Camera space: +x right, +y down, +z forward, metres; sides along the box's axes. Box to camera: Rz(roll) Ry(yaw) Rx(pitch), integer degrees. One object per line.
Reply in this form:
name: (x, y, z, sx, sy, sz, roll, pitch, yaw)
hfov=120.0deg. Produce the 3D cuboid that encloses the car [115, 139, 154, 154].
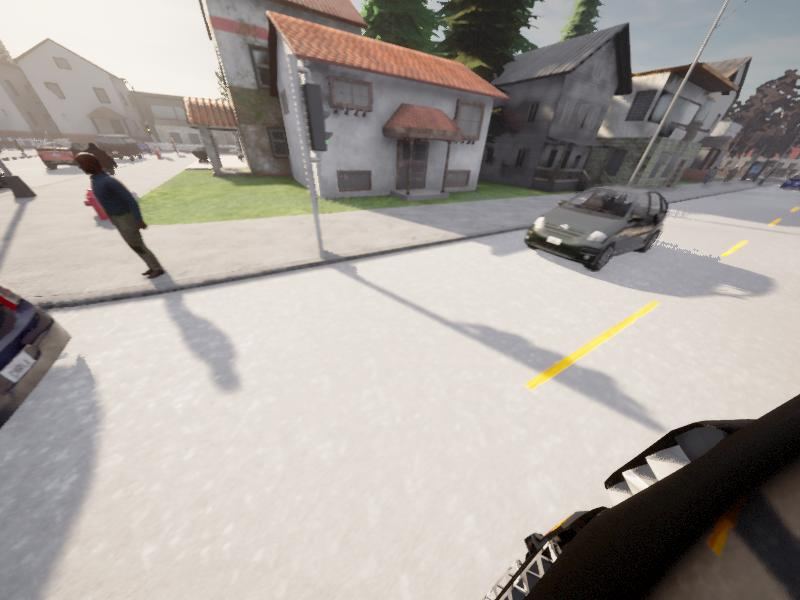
car: (-34.618, -20.062, 30.150, 4.193, 1.474, 1.816, 20, 37, 23)

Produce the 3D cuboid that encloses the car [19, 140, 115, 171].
car: (-22.018, -9.809, 15.639, 2.007, 1.525, 4.514, -16, 38, -26)

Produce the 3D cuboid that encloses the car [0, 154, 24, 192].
car: (-16.629, -4.411, 8.068, 1.994, 1.385, 4.181, -16, 38, -26)

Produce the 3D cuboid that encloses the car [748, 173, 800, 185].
car: (63.299, -20.491, 39.026, 4.718, 1.301, 1.895, 29, 42, 34)

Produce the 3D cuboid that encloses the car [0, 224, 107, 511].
car: (-4.700, 0.810, 0.989, 3.633, 1.501, 1.845, -16, 38, -26)

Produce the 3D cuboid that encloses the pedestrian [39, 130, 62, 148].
pedestrian: (-45.176, -20.803, 29.857, 0.751, 1.860, 0.751, -22, 41, -32)

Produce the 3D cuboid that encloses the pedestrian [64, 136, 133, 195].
pedestrian: (-11.445, -5.131, 8.883, 0.751, 1.860, 0.751, -16, 38, -26)

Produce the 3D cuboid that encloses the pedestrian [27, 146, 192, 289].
pedestrian: (-4.265, -1.230, 3.567, 0.751, 1.860, 0.751, 20, 37, 24)

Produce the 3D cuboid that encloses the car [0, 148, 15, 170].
car: (-24.273, -7.606, 12.151, 2.128, 1.511, 4.902, -16, 38, -26)

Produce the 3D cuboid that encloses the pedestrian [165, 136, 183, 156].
pedestrian: (-26.845, -18.275, 27.460, 0.751, 1.860, 0.751, 22, 38, 26)

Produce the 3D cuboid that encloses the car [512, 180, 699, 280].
car: (5.254, -2.051, 6.012, 3.988, 1.617, 1.851, -16, 38, -26)

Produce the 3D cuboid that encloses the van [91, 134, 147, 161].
van: (-26.721, -14.675, 22.188, 1.775, 1.987, 4.442, -16, 38, -26)

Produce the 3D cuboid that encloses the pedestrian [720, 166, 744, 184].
pedestrian: (41.033, -15.449, 28.550, 0.751, 1.860, 0.751, -11, 36, -21)

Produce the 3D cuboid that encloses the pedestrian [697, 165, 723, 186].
pedestrian: (32.685, -13.121, 24.386, 0.751, 1.860, 0.751, -14, 37, -24)

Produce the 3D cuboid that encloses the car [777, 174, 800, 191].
car: (47.449, -13.994, 27.394, 4.514, 1.525, 2.007, -16, 38, -26)
